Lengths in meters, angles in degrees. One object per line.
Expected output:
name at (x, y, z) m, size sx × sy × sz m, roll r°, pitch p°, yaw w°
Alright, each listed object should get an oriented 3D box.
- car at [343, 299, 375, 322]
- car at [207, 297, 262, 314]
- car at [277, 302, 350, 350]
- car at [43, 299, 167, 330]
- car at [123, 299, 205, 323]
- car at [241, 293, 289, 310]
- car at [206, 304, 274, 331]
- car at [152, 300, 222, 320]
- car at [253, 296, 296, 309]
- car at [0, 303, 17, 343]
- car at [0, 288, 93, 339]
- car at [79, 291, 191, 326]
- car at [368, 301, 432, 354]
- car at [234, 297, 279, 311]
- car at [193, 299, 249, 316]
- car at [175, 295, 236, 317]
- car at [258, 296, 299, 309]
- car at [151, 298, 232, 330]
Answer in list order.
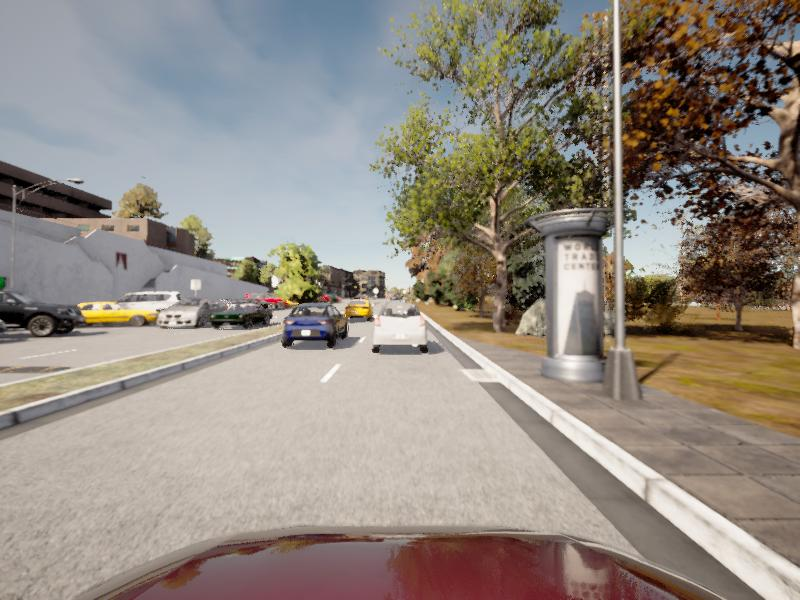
car at (-3.004, 0.697, 29.973) m, size 1.882 × 1.535 × 5.008 m, roll 0°, pitch 1°, yaw 0°
car at (-16.818, 0.554, 40.925) m, size 5.008 × 1.535 × 2.097 m, roll -1°, pitch 1°, yaw -20°
car at (-3.003, 0.840, 14.833) m, size 1.816 × 1.474 × 4.193 m, roll 0°, pitch 0°, yaw 0°
car at (-16.662, 0.770, 22.974) m, size 5.366 × 1.575 × 1.946 m, roll -1°, pitch 0°, yaw -20°
car at (-16.857, 0.749, 28.901) m, size 4.792 × 1.488 × 2.163 m, roll -1°, pitch 1°, yaw -20°
car at (-16.800, 0.158, 49.940) m, size 5.566 × 2.045 × 2.435 m, roll -1°, pitch 1°, yaw -20°
car at (-8.764, 0.892, 22.389) m, size 1.895 × 1.301 × 4.718 m, roll 0°, pitch 0°, yaw 0°
car at (-16.832, 0.728, 31.926) m, size 4.674 × 1.452 × 2.002 m, roll -1°, pitch 0°, yaw -20°
car at (-16.645, 0.357, 52.995) m, size 5.366 × 1.575 × 1.946 m, roll -1°, pitch 1°, yaw -20°
car at (-16.843, 0.862, 13.901) m, size 4.674 × 1.452 × 2.002 m, roll -1°, pitch 0°, yaw -20°
car at (-16.815, 0.563, 16.919) m, size 5.566 × 2.045 × 2.435 m, roll -1°, pitch 0°, yaw -20°
car at (-16.861, 0.500, 25.899) m, size 5.566 × 2.045 × 2.435 m, roll -1°, pitch 1°, yaw -20°
car at (-0.001, 0.816, 13.407) m, size 1.845 × 1.501 × 3.633 m, roll 0°, pitch 0°, yaw 0°
car at (-16.796, 0.485, 46.941) m, size 4.792 × 1.488 × 2.163 m, roll -1°, pitch 1°, yaw -20°
car at (-16.829, 0.641, 37.925) m, size 4.674 × 1.452 × 2.002 m, roll -1°, pitch 1°, yaw -20°
car at (-16.860, 0.519, 34.912) m, size 4.553 × 1.767 × 2.185 m, roll -1°, pitch 1°, yaw -20°
car at (-16.991, 0.321, 55.861) m, size 5.366 × 1.575 × 1.946 m, roll -1°, pitch 1°, yaw -20°
car at (-11.763, 0.700, 22.981) m, size 2.242 × 1.667 × 4.611 m, roll 0°, pitch 0°, yaw 0°
